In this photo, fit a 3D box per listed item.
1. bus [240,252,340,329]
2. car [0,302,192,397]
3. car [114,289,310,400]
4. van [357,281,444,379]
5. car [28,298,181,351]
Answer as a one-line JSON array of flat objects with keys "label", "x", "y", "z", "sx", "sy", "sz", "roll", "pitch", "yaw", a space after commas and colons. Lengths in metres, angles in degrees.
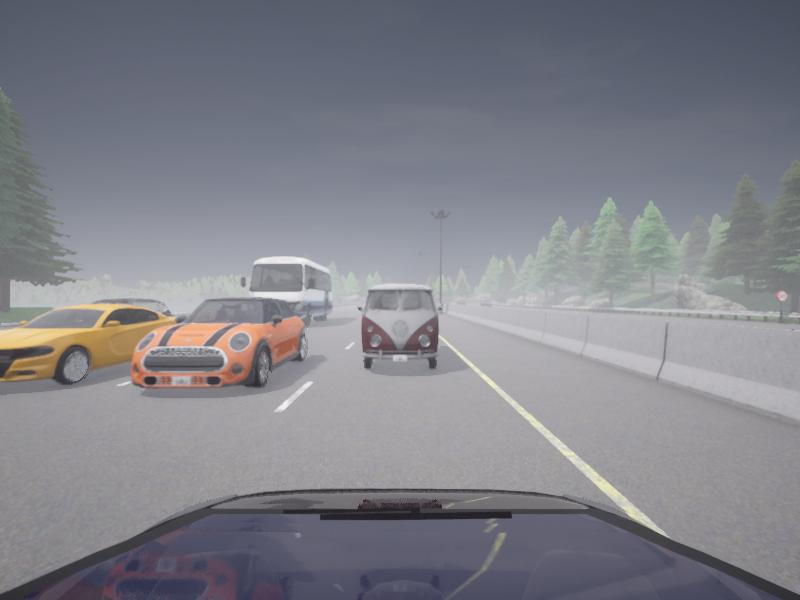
[{"label": "bus", "x": -6.862, "y": -0.505, "z": 27.195, "sx": 3.944, "sy": 4.253, "sz": 10.273, "roll": 0, "pitch": 0, "yaw": 0}, {"label": "car", "x": -6.997, "y": 0.833, "z": 9.122, "sx": 1.882, "sy": 1.535, "sz": 5.008, "roll": 0, "pitch": 0, "yaw": 0}, {"label": "car", "x": -3.497, "y": 0.704, "z": 8.646, "sx": 2.097, "sy": 1.767, "sz": 4.553, "roll": 0, "pitch": 0, "yaw": 0}, {"label": "van", "x": 0.004, "y": 0.611, "z": 10.363, "sx": 1.775, "sy": 1.987, "sz": 4.442, "roll": 0, "pitch": 0, "yaw": 0}, {"label": "car", "x": -10.497, "y": 0.772, "z": 14.798, "sx": 2.242, "sy": 1.667, "sz": 4.611, "roll": 0, "pitch": 0, "yaw": 0}]
